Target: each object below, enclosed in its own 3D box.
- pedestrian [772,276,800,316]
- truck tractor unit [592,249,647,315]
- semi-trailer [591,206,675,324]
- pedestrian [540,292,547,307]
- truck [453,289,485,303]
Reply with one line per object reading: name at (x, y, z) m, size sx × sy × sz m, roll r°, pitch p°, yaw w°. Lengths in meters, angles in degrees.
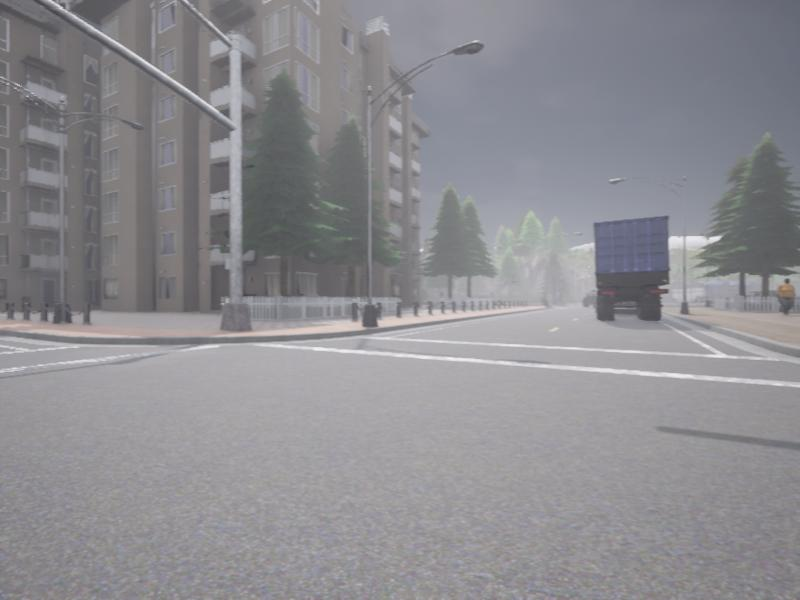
pedestrian at (18.454, -0.179, 19.120) m, size 0.751 × 1.860 × 0.751 m, roll 0°, pitch 0°, yaw 23°
truck tractor unit at (15.773, -1.184, 28.963) m, size 3.053 × 4.208 × 6.516 m, roll 1°, pitch 1°, yaw 28°
semi-trailer at (12.166, -1.285, 21.913) m, size 2.717 × 4.402 × 14.254 m, roll -1°, pitch -1°, yaw 27°
pedestrian at (18.198, -0.078, 50.836) m, size 0.751 × 1.860 × 0.751 m, roll 0°, pitch 0°, yaw 29°
truck at (19.218, -1.136, 111.589) m, size 8.468 × 3.827 × 2.891 m, roll 0°, pitch 0°, yaw 14°
